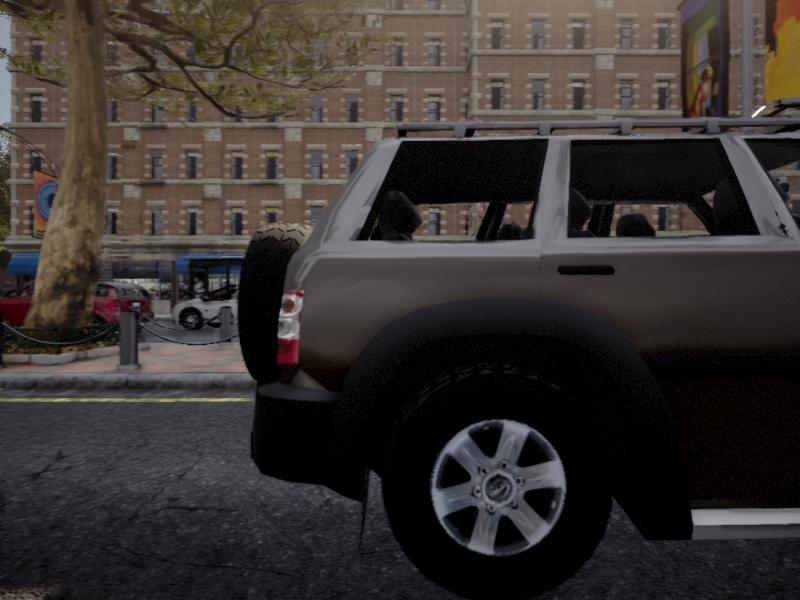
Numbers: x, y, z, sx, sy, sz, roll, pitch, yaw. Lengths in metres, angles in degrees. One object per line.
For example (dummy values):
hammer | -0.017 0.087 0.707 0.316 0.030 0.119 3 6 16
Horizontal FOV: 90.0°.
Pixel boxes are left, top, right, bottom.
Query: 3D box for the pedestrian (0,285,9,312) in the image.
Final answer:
pedestrian | -28.281 -0.122 28.219 0.751 1.860 0.751 0 0 14

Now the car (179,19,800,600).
car | 1.634 0.056 2.197 4.605 1.855 1.932 -1 0 0

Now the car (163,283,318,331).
car | -5.264 0.227 13.700 4.514 1.525 2.007 0 0 0

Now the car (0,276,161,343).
car | -8.478 0.213 10.203 3.705 1.549 1.789 0 0 0

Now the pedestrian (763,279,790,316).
pedestrian | 19.207 -0.110 20.401 0.751 1.860 0.751 0 0 -21
